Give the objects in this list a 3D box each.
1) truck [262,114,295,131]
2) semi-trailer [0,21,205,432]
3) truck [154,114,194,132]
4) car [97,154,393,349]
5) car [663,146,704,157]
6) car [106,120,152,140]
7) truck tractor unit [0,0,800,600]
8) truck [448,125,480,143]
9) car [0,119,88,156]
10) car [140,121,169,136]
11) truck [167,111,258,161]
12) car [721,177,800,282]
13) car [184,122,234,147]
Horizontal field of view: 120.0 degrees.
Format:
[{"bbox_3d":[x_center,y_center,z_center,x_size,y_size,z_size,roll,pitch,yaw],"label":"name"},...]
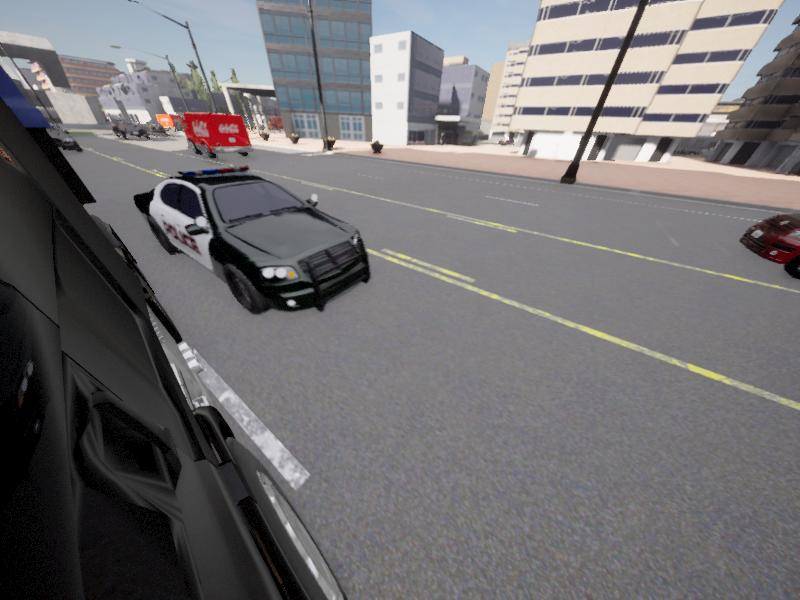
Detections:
[{"bbox_3d":[-38.218,-56.194,73.328,2.891,3.827,8.468,23,41,25],"label":"truck"},{"bbox_3d":[-8.883,-3.468,4.043,14.254,4.402,2.717,26,43,28],"label":"semi-trailer"},{"bbox_3d":[-41.666,-32.767,42.860,2.627,2.467,5.204,-3,37,-8],"label":"truck"},{"bbox_3d":[-2.749,-1.420,4.106,4.974,1.542,2.038,24,42,26],"label":"car"},{"bbox_3d":[62.477,-32.812,51.023,5.238,1.638,1.930,22,41,26],"label":"car"},{"bbox_3d":[-30.728,-19.305,26.222,5.027,1.651,2.152,26,43,28],"label":"car"},{"bbox_3d":[-2.645,-0.295,0.352,6.516,4.208,3.053,28,44,30],"label":"truck tractor unit"},{"bbox_3d":[19.824,-51.786,72.047,8.468,3.827,2.891,24,42,24],"label":"truck"},{"bbox_3d":[-23.185,-10.645,15.054,4.611,1.667,2.242,24,42,26],"label":"car"},{"bbox_3d":[-34.009,-23.745,32.020,3.705,1.549,1.789,29,44,31],"label":"car"},{"bbox_3d":[-13.084,-11.564,16.255,5.204,2.467,2.627,24,42,26],"label":"truck"},{"bbox_3d":[9.730,-0.959,4.209,3.988,1.617,1.851,24,42,26],"label":"car"},{"bbox_3d":[-19.033,-16.553,23.052,4.605,1.855,1.932,25,42,28],"label":"car"}]
